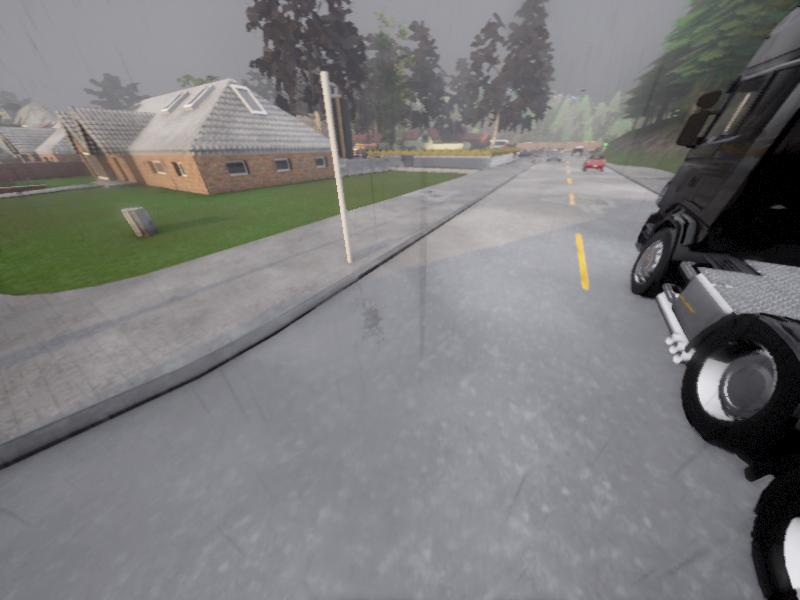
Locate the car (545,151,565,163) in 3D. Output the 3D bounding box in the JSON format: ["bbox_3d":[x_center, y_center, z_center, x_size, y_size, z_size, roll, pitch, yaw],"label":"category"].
[{"bbox_3d":[24.714,-22.807,36.779,2.038,1.542,4.974,18,37,25],"label":"car"}]

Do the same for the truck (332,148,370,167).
[{"bbox_3d":[-6.451,-18.843,30.536,4.478,2.038,2.069,18,38,25],"label":"truck"}]

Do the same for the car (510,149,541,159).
[{"bbox_3d":[26.294,-30.689,48.532,5.027,1.651,2.152,23,40,31],"label":"car"}]

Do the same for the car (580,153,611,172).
[{"bbox_3d":[20.472,-14.521,24.369,1.845,1.501,3.633,18,38,26],"label":"car"}]

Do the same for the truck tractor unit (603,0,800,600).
[{"bbox_3d":[4.434,-0.684,1.372,3.053,4.208,6.516,18,38,26],"label":"truck tractor unit"}]

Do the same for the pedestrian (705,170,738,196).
[{"bbox_3d":[16.054,-5.858,11.556,0.500,1.100,0.500,-27,42,-34],"label":"pedestrian"}]
